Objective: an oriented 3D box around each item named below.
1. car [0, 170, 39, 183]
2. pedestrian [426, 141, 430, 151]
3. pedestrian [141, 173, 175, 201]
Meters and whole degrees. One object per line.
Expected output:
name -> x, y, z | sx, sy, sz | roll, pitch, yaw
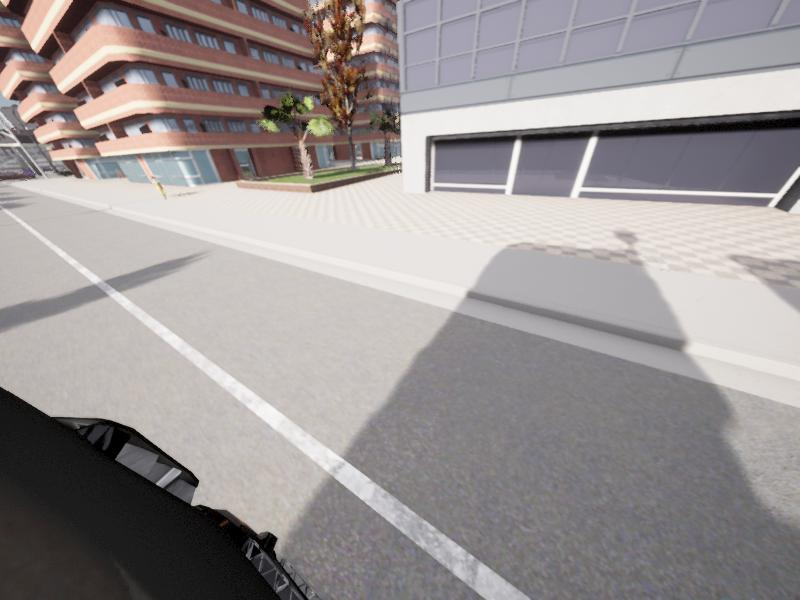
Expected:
car -> -65.247, -20.771, 38.833 | 1.812, 1.442, 4.674 | 16, 38, 26
pedestrian -> 6.269, -34.604, 51.993 | 0.751, 1.860, 0.751 | 16, 38, 26
pedestrian -> -13.857, -6.506, 13.275 | 0.751, 1.300, 0.751 | 21, 40, 31
